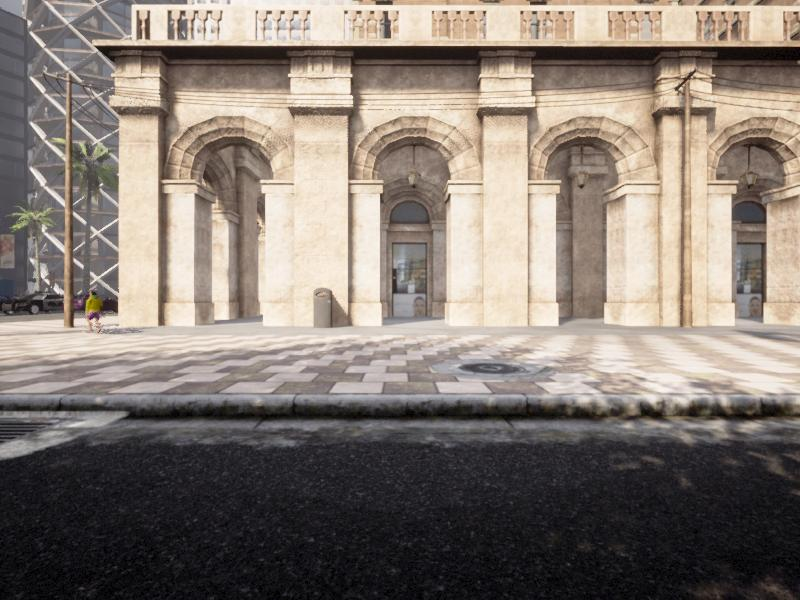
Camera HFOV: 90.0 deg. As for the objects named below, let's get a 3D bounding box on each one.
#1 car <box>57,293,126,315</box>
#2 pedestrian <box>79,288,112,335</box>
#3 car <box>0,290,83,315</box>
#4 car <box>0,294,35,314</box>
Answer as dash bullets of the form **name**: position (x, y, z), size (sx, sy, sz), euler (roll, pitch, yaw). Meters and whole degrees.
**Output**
- **car**: position (-22.326, 0.254, 29.207), size (1.816, 1.474, 4.193), euler (0, 0, 0)
- **pedestrian**: position (-7.448, 0.265, 9.783), size (0.500, 1.100, 0.500), euler (0, 0, 30)
- **car**: position (-25.842, 0.170, 28.809), size (1.930, 1.638, 5.238), euler (0, 0, 0)
- **car**: position (-29.345, 0.294, 28.373), size (2.033, 1.411, 5.357), euler (0, 0, 0)
